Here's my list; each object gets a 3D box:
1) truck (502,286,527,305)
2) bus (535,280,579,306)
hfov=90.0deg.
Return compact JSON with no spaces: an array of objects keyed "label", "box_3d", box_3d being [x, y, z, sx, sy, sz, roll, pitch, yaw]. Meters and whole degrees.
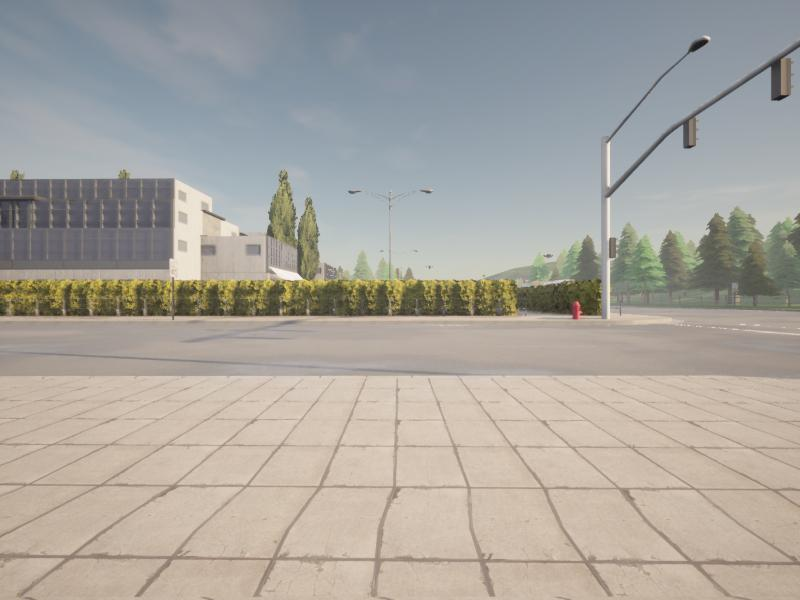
[{"label":"truck","box_3d":[24.089,-0.945,84.525,2.891,3.827,8.468,0,0,1]},{"label":"bus","box_3d":[27.229,-1.162,70.149,3.944,4.253,10.273,0,0,1]}]
